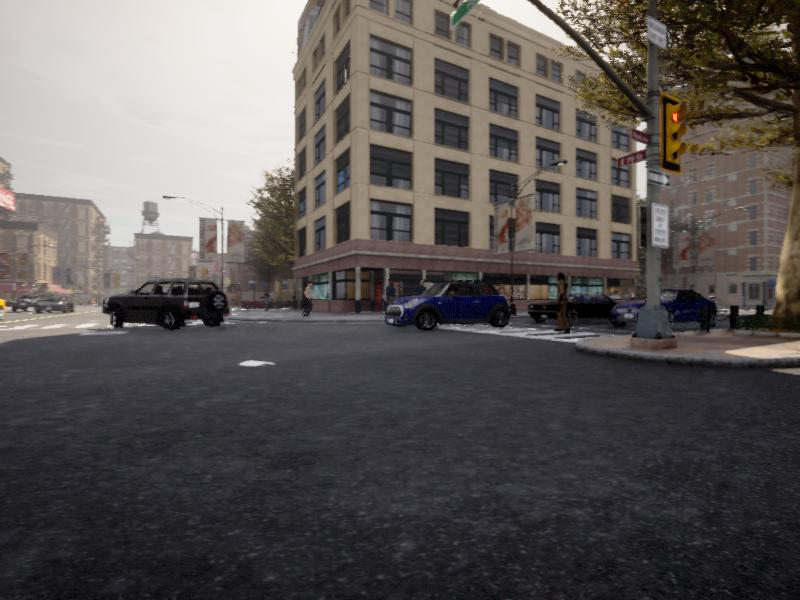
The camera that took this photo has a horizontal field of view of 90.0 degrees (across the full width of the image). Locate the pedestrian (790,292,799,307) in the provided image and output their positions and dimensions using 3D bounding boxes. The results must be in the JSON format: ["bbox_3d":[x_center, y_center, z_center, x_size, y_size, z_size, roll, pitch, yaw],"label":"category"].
[{"bbox_3d":[49.402,-0.087,50.053,0.751,1.860,0.751,0,0,-40],"label":"pedestrian"}]

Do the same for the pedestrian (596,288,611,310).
[{"bbox_3d":[16.998,-0.073,33.405,0.751,1.860,0.751,0,0,-24],"label":"pedestrian"}]

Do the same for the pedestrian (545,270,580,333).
[{"bbox_3d":[5.002,0.057,12.322,0.751,1.860,0.751,0,0,45],"label":"pedestrian"}]

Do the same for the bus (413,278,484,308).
[{"bbox_3d":[7.441,-1.025,60.979,10.273,4.253,3.944,0,0,-29],"label":"bus"}]

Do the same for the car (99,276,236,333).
[{"bbox_3d":[-8.499,0.099,14.618,4.605,1.855,1.932,1,2,23],"label":"car"}]

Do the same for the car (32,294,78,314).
[{"bbox_3d":[-28.684,0.335,33.416,2.007,1.525,4.514,0,0,-29],"label":"car"}]

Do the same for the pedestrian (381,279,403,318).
[{"bbox_3d":[-0.403,-0.074,19.737,0.751,1.860,0.751,0,0,42],"label":"pedestrian"}]

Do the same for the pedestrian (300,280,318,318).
[{"bbox_3d":[-4.525,-0.068,19.914,0.751,1.860,0.751,0,0,1],"label":"pedestrian"}]

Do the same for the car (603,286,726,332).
[{"bbox_3d":[9.769,0.287,14.670,4.674,1.442,1.812,0,0,-29],"label":"car"}]

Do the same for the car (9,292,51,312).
[{"bbox_3d":[-35.507,0.179,38.550,1.932,1.855,4.605,0,0,-29],"label":"car"}]

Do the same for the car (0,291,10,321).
[{"bbox_3d":[-20.829,0.292,19.148,1.882,1.535,5.008,0,0,-29],"label":"car"}]

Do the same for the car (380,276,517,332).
[{"bbox_3d":[1.760,0.123,14.636,4.553,1.767,2.097,0,0,-25],"label":"car"}]

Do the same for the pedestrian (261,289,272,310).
[{"bbox_3d":[-11.597,-0.030,34.803,0.751,1.860,0.751,0,0,-28],"label":"pedestrian"}]

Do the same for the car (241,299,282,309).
[{"bbox_3d":[-17.602,0.467,50.929,4.718,1.301,1.895,0,0,-27],"label":"car"}]

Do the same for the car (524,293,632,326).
[{"bbox_3d":[7.921,0.369,17.665,4.718,1.301,1.895,0,0,-29],"label":"car"}]

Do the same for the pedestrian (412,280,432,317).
[{"bbox_3d":[1.118,-0.075,20.280,0.751,1.860,0.751,0,0,41],"label":"pedestrian"}]
